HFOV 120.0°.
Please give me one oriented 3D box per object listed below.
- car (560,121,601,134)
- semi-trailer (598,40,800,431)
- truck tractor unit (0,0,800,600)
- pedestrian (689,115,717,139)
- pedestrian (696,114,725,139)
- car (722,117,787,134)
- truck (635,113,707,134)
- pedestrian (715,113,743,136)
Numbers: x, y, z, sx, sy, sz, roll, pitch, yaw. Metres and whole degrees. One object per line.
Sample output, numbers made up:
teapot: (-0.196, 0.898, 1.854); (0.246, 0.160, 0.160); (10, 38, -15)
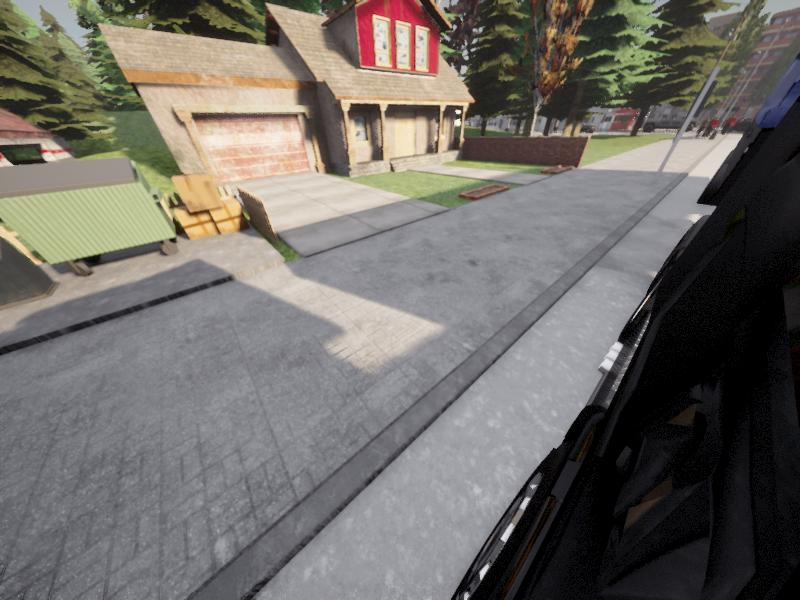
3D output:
car: (31.698, -30.256, 40.665); (2.152, 1.651, 5.027); (-28, 44, -30)
semi-trailer: (8.694, -3.612, 4.226); (14.254, 4.402, 2.717); (-28, 44, -30)
truck tractor unit: (2.645, -0.295, 0.352); (6.516, 4.208, 3.053); (-28, 44, -30)
pedestrian: (28.949, -16.528, 22.102); (0.751, 1.860, 0.751); (-24, 42, -25)
pedestrian: (29.610, -16.526, 22.057); (0.751, 1.860, 0.751); (-17, 39, -19)
car: (41.640, -20.634, 27.310); (1.816, 1.474, 4.193); (6, 38, 12)
truck: (38.947, -25.490, 33.443); (2.390, 2.098, 6.274); (-28, 44, -30)
pedestrian: (33.784, -17.985, 23.739); (0.751, 1.860, 0.751); (-18, 40, -20)
